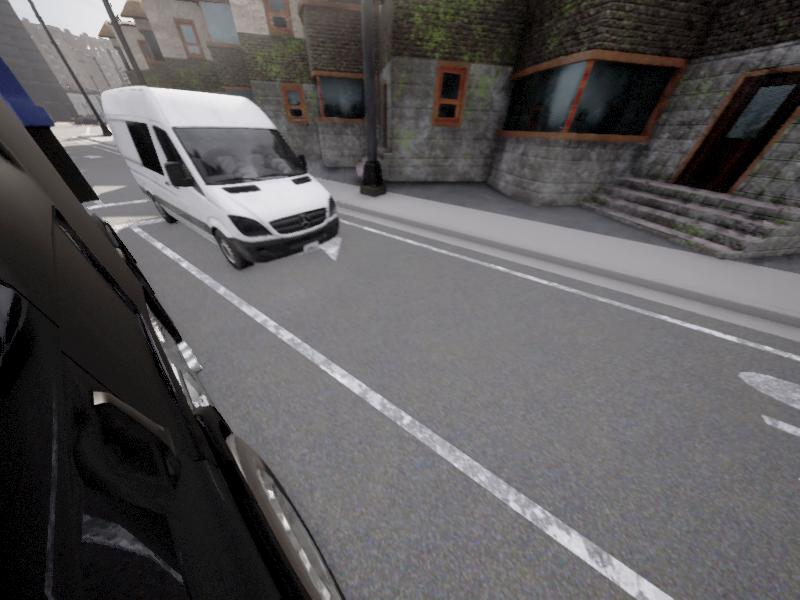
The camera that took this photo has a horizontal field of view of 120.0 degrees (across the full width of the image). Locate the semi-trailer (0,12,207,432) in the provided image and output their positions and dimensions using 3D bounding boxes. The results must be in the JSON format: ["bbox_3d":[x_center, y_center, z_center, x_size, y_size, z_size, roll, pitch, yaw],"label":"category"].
[{"bbox_3d":[-8.998,-3.373,3.921,14.254,4.402,2.717,25,42,26],"label":"semi-trailer"}]

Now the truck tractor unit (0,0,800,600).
[{"bbox_3d":[-2.645,-0.295,0.352,6.516,4.208,3.053,28,44,30],"label":"truck tractor unit"}]

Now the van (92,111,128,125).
[{"bbox_3d":[-70.960,-44.586,56.723,1.988,2.561,5.915,-4,38,-9],"label":"van"}]

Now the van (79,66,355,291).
[{"bbox_3d":[-3.894,-2.757,4.941,5.915,2.561,1.988,26,43,28],"label":"van"}]
